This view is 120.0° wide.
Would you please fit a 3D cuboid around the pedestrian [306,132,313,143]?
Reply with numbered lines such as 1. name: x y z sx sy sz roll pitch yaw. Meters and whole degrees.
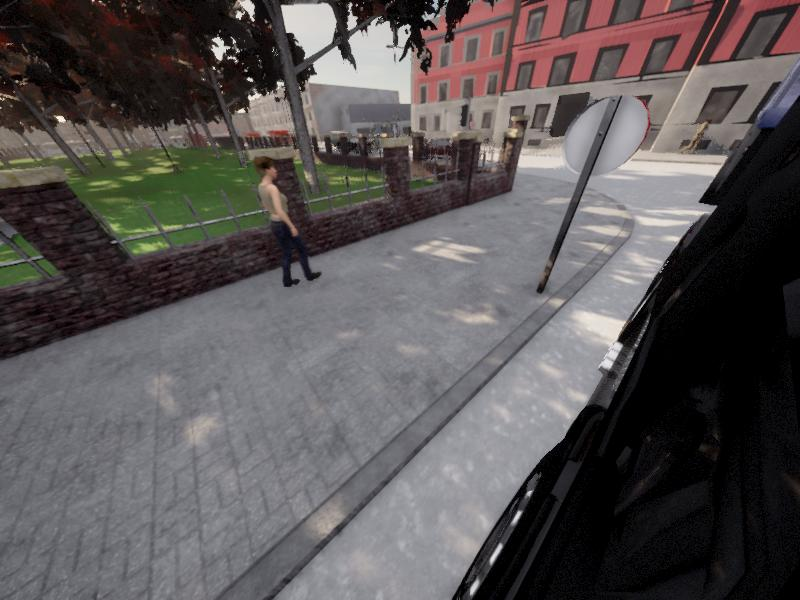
1. pedestrian: -19.414 -34.753 49.418 0.751 1.860 0.751 -19 40 -20

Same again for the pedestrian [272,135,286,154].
1. pedestrian: -14.351 -18.511 27.474 0.751 1.860 0.751 -27 43 -28

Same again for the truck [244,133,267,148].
1. truck: -31.604 -34.924 50.524 2.627 2.467 5.204 -28 44 -30

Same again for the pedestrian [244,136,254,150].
1. pedestrian: -24.655 -25.655 37.662 0.751 1.860 0.751 -21 40 -22

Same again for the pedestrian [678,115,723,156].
1. pedestrian: 17.216 -9.426 13.292 0.751 1.860 0.751 -27 43 -29

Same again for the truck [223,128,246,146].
1. truck: -46.486 -45.745 64.760 2.891 3.827 8.468 -28 44 -30

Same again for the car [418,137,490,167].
1. car: 3.517 -10.401 16.059 1.812 1.442 4.674 -28 43 -29

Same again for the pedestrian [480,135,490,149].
1. pedestrian: 8.284 -15.407 22.475 0.500 1.100 0.500 -22 41 -23

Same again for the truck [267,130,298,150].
1. truck: -19.736 -26.952 38.736 2.627 2.467 5.204 -27 45 -29

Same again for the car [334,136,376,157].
1. car: -4.751 -16.153 24.182 1.882 1.535 5.008 -28 44 -29

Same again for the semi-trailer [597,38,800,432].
1. semi-trailer: 8.715 -3.604 4.196 14.254 4.402 2.717 -28 44 -29

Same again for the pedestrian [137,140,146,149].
1. pedestrian: -71.276 -42.889 63.684 0.751 1.860 0.751 -29 44 -30

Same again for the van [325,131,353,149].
1. van: -8.727 -22.845 32.976 1.775 1.987 4.442 -28 44 -30

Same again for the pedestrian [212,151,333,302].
1. pedestrian: -1.721 -1.026 3.376 0.751 1.860 0.751 26 46 33

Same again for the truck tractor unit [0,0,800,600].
1. truck tractor unit: 2.645 -0.295 0.351 6.516 4.208 3.053 -28 44 -30

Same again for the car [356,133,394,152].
1. car: -3.012 -18.741 27.434 2.033 1.649 4.856 -28 44 -30
